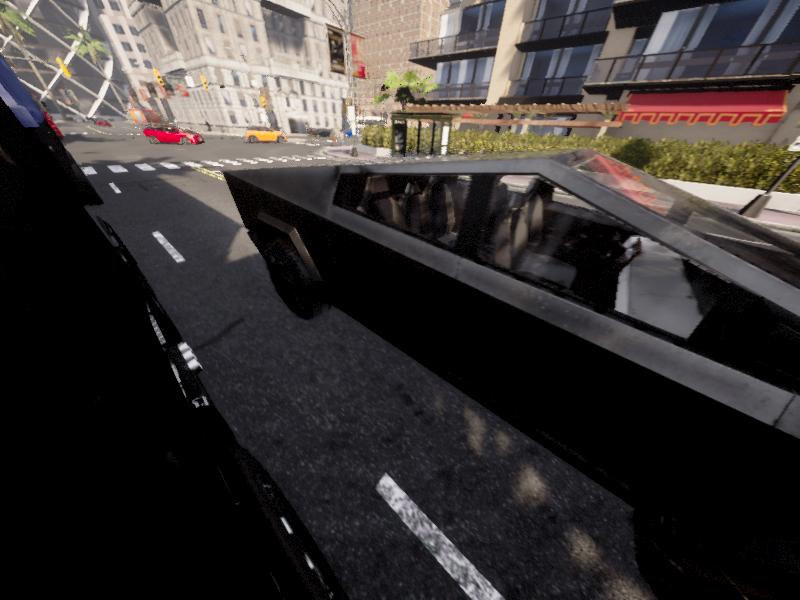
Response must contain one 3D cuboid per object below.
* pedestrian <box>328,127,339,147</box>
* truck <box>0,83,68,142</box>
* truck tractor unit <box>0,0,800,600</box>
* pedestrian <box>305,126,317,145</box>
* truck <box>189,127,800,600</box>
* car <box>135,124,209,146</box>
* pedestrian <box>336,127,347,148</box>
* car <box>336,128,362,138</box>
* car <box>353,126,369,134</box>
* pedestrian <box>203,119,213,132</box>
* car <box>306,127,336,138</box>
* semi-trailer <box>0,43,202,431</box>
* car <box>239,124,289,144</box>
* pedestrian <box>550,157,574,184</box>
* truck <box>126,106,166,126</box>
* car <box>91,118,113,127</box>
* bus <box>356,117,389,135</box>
[{"bbox_3d":[-7.694,-18.823,26.685,0.751,1.860,0.751,-28,47,-34],"label":"pedestrian"},{"bbox_3d":[-34.849,-17.291,21.409,8.468,3.827,2.891,28,44,30],"label":"truck"},{"bbox_3d":[-2.645,-0.295,0.351,6.516,4.208,3.053,28,44,30],"label":"truck tractor unit"},{"bbox_3d":[-10.979,-20.332,28.498,0.751,1.860,0.751,30,45,32],"label":"pedestrian"},{"bbox_3d":[0.777,-0.343,2.399,6.274,2.098,2.390,28,44,30],"label":"truck"},{"bbox_3d":[-21.894,-15.990,22.371,4.514,1.525,2.007,-2,37,-6],"label":"car"},{"bbox_3d":[-6.641,-18.436,26.224,0.751,1.860,0.751,24,42,26],"label":"pedestrian"},{"bbox_3d":[-10.352,-34.297,47.464,1.882,1.535,5.008,28,43,29],"label":"car"},{"bbox_3d":[-11.979,-52.366,71.157,4.605,1.855,1.932,29,44,28],"label":"car"},{"bbox_3d":[-35.186,-32.015,42.364,0.751,1.860,0.751,30,45,31],"label":"pedestrian"},{"bbox_3d":[-14.666,-31.267,43.200,1.837,1.490,4.892,28,44,30],"label":"car"},{"bbox_3d":[-8.699,-3.599,4.234,14.254,4.402,2.717,28,44,30],"label":"semi-trailer"},{"bbox_3d":[-16.239,-19.973,27.801,4.553,1.767,2.097,-23,44,-30],"label":"car"},{"bbox_3d":[8.123,-6.505,11.594,0.500,1.100,0.500,30,45,32],"label":"pedestrian"},{"bbox_3d":[-68.711,-49.877,62.816,2.891,3.827,8.468,-8,38,-14],"label":"truck"},{"bbox_3d":[-60.869,-36.285,47.216,4.181,1.385,1.994,28,44,30],"label":"car"},{"bbox_3d":[-8.730,-54.449,72.166,10.273,4.253,3.944,27,43,29],"label":"bus"}]
